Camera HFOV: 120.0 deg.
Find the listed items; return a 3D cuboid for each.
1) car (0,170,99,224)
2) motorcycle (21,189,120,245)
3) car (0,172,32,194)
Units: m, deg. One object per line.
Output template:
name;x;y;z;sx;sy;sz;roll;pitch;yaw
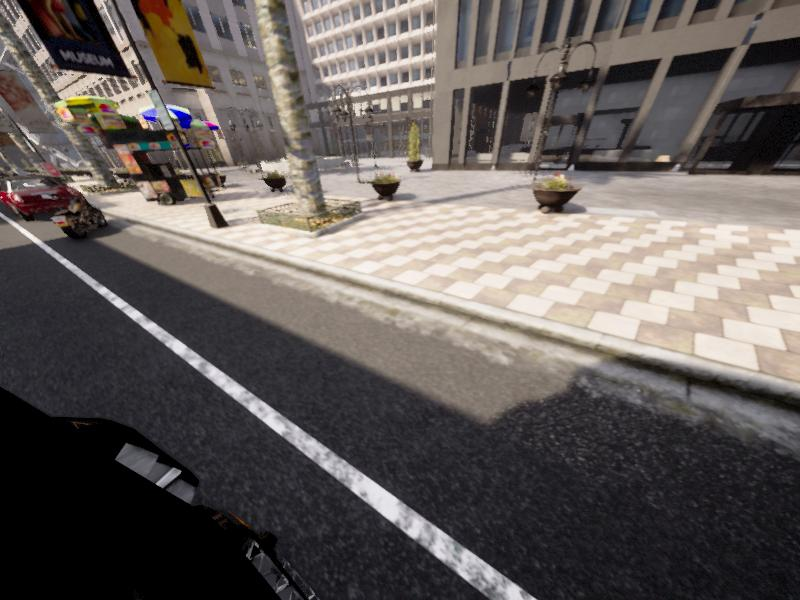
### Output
car;-17.394;-5.100;11.113;4.553;1.767;2.185;16;38;26
motorcycle;-11.088;-2.954;7.975;0.764;1.277;2.356;-20;38;-23
car;-36.248;-10.607;20.940;4.792;1.488;2.163;16;38;26
